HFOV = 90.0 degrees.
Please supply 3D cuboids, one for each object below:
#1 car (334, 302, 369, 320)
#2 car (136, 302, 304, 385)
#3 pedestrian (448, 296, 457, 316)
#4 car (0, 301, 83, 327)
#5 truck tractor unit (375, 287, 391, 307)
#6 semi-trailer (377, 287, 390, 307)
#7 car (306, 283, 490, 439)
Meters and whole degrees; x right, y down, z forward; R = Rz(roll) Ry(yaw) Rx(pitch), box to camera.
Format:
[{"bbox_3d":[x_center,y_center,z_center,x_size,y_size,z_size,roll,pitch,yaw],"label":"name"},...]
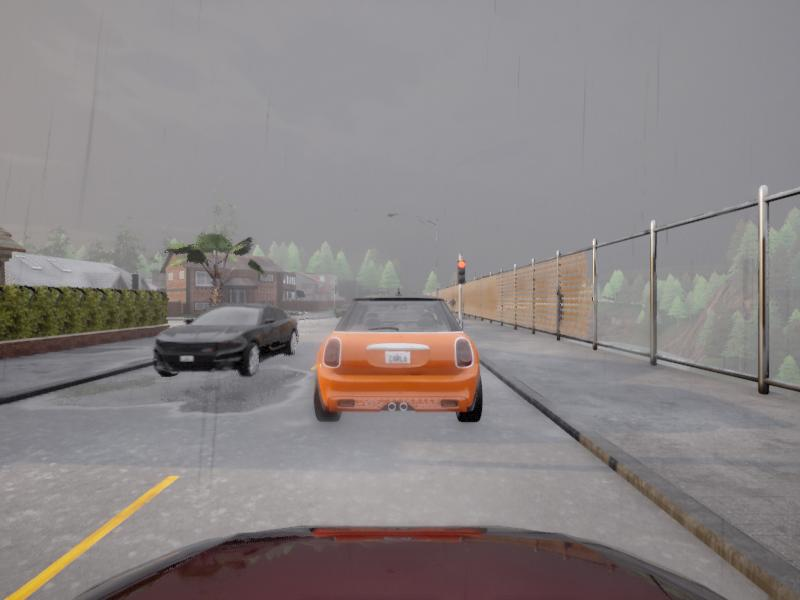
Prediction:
[{"bbox_3d":[-4.176,0.908,34.989,1.994,1.385,4.181,0,0,8],"label":"car"},{"bbox_3d":[-3.949,0.823,9.938,1.882,1.535,5.008,0,0,0],"label":"car"},{"bbox_3d":[4.927,0.533,37.321,0.751,1.860,0.751,0,0,0],"label":"pedestrian"},{"bbox_3d":[-22.932,0.823,24.855,5.008,1.535,1.882,0,0,1],"label":"car"},{"bbox_3d":[-3.623,-0.523,86.981,3.053,4.208,6.516,0,0,0],"label":"truck tractor unit"},{"bbox_3d":[-3.726,-0.618,94.894,2.717,4.402,14.254,0,0,-1],"label":"semi-trailer"},{"bbox_3d":[-0.001,0.694,6.836,2.097,1.767,4.553,0,0,1],"label":"car"}]
